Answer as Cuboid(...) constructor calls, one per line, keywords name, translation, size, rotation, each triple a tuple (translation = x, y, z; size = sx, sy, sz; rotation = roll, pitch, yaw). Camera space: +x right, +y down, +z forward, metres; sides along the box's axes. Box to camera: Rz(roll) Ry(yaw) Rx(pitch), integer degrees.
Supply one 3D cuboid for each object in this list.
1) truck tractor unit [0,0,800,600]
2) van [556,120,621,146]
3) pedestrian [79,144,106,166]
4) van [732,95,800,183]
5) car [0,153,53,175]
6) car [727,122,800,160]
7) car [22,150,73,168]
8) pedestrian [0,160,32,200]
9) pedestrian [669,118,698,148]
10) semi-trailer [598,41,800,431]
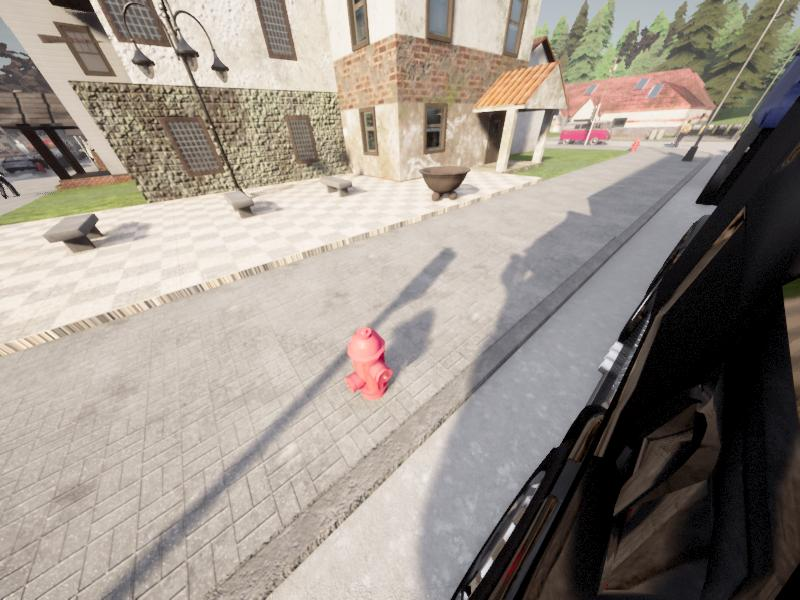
Cuboid(name="truck tractor unit", translation=(2.645, -0.295, 0.352), size=(6.516, 4.208, 3.053), rotation=(-28, 44, -30))
Cuboid(name="van", translation=(19.195, -17.150, 23.739), size=(1.775, 1.987, 4.442), rotation=(-28, 43, -30))
Cuboid(name="pedestrian", translation=(-31.890, -15.054, 23.970), size=(0.751, 1.860, 0.751), rotation=(-28, 44, -30))
Cuboid(name="van", translation=(16.590, -6.748, 9.533), size=(5.915, 2.561, 1.988), rotation=(-26, 43, -28))
Cuboid(name="car", translation=(-37.293, -13.593, 22.975), size=(1.994, 1.385, 4.181), rotation=(-28, 44, -30))
Cuboid(name="car", translation=(21.442, -9.323, 13.491), size=(1.789, 1.549, 3.705), rotation=(25, 45, 32))
Cuboid(name="car", translation=(-42.317, -17.091, 27.942), size=(2.033, 1.411, 5.357), rotation=(-28, 43, -30))
Cuboid(name="pedestrian", translation=(-18.762, -5.744, 10.707), size=(0.751, 1.860, 0.751), rotation=(-21, 40, -23))
Cuboid(name="pedestrian", translation=(22.708, -13.382, 18.547), size=(0.751, 1.860, 0.751), rotation=(28, 47, 35))
Cuboid(name="semi-trailer", translation=(8.683, -3.614, 4.245), size=(14.254, 4.402, 2.717), rotation=(-28, 44, -30))
